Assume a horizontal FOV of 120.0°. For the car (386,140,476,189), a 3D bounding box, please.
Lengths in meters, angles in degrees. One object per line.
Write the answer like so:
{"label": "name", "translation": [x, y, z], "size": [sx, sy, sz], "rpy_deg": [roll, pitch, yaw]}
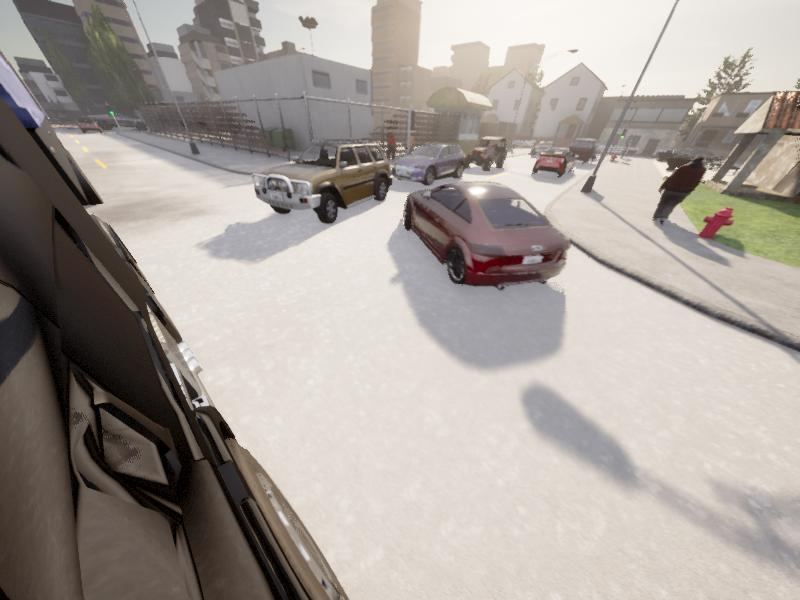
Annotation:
{"label": "car", "translation": [1.695, -7.113, 11.885], "size": [2.033, 1.649, 4.856], "rpy_deg": [28, 44, 30]}

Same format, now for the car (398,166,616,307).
{"label": "car", "translation": [1.490, -1.808, 5.016], "size": [1.994, 1.385, 4.181], "rpy_deg": [-8, 38, -13]}

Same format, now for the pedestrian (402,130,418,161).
{"label": "pedestrian", "translation": [0.719, -11.585, 17.367], "size": [0.751, 1.860, 0.751], "rpy_deg": [28, 43, 29]}

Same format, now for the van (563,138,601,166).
{"label": "van", "translation": [17.594, -14.389, 22.313], "size": [1.775, 1.987, 4.442], "rpy_deg": [28, 44, 30]}

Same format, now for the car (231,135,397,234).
{"label": "car", "translation": [-1.969, -3.864, 7.110], "size": [1.932, 1.855, 4.605], "rpy_deg": [17, 39, 18]}

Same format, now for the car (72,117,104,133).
{"label": "car", "translation": [-40.883, -23.023, 30.389], "size": [1.851, 1.617, 3.988], "rpy_deg": [-29, 47, -35]}

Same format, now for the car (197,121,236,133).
{"label": "car", "translation": [-34.322, -32.500, 43.421], "size": [1.930, 1.638, 5.238], "rpy_deg": [29, 44, 30]}

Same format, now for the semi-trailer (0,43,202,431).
{"label": "semi-trailer", "translation": [-8.699, -3.609, 4.220], "size": [14.254, 4.402, 2.717], "rpy_deg": [28, 44, 30]}

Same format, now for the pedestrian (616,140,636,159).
{"label": "pedestrian", "translation": [26.605, -17.738, 27.227], "size": [0.751, 1.860, 0.751], "rpy_deg": [10, 37, 9]}

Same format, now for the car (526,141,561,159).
{"label": "car", "translation": [16.551, -17.292, 26.513], "size": [2.128, 1.511, 4.902], "rpy_deg": [27, 43, 29]}

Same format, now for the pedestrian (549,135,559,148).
{"label": "pedestrian", "translation": [27.000, -27.833, 40.536], "size": [0.751, 1.860, 0.751], "rpy_deg": [18, 40, 20]}

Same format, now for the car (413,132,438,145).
{"label": "car", "translation": [4.170, -26.023, 37.235], "size": [1.816, 1.474, 4.193], "rpy_deg": [28, 44, 30]}

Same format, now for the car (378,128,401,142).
{"label": "car", "translation": [-1.846, -29.003, 40.533], "size": [1.905, 1.878, 3.866], "rpy_deg": [28, 44, 30]}

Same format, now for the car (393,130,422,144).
{"label": "car", "translation": [1.272, -27.051, 38.306], "size": [2.242, 1.667, 4.611], "rpy_deg": [28, 44, 30]}

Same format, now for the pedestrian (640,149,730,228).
{"label": "pedestrian", "translation": [8.003, -3.180, 6.642], "size": [0.751, 1.860, 0.751], "rpy_deg": [27, 43, 29]}

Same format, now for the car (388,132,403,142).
{"label": "car", "translation": [-0.755, -27.571, 39.043], "size": [1.481, 1.379, 2.207], "rpy_deg": [28, 44, 30]}

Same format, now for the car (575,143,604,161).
{"label": "car", "translation": [22.122, -17.294, 26.906], "size": [1.816, 1.474, 4.193], "rpy_deg": [28, 44, 30]}

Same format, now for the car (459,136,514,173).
{"label": "car", "translation": [6.028, -10.189, 16.047], "size": [1.905, 1.878, 3.866], "rpy_deg": [28, 44, 30]}

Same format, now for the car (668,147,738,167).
{"label": "car", "translation": [35.908, -17.192, 27.649], "size": [4.792, 1.488, 2.163], "rpy_deg": [27, 43, 29]}

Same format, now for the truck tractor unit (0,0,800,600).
{"label": "truck tractor unit", "translation": [-2.645, -0.295, 0.351], "size": [6.516, 4.208, 3.053], "rpy_deg": [28, 44, 30]}

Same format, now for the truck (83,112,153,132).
{"label": "truck", "translation": [-42.568, -26.957, 35.118], "size": [2.390, 2.098, 6.274], "rpy_deg": [28, 44, 30]}

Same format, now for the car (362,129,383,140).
{"label": "car", "translation": [-5.174, -31.369, 43.759], "size": [1.845, 1.501, 3.633], "rpy_deg": [28, 44, 30]}

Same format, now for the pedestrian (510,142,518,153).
{"label": "pedestrian", "translation": [14.058, -18.858, 28.573], "size": [0.500, 1.100, 0.500], "rpy_deg": [22, 41, 24]}

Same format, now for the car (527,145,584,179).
{"label": "car", "translation": [10.552, -9.381, 15.566], "size": [2.007, 1.525, 4.514], "rpy_deg": [28, 44, 30]}

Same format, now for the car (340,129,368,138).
{"label": "car", "translation": [-9.022, -33.053, 45.861], "size": [2.033, 1.415, 5.357], "rpy_deg": [28, 44, 30]}

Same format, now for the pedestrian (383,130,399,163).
{"label": "pedestrian", "translation": [-0.619, -10.679, 16.073], "size": [0.751, 1.860, 0.751], "rpy_deg": [28, 44, 30]}
